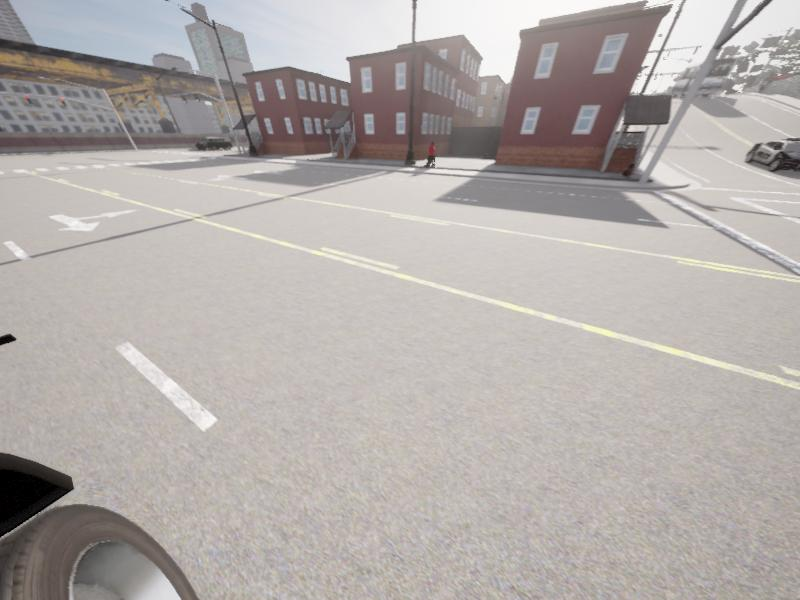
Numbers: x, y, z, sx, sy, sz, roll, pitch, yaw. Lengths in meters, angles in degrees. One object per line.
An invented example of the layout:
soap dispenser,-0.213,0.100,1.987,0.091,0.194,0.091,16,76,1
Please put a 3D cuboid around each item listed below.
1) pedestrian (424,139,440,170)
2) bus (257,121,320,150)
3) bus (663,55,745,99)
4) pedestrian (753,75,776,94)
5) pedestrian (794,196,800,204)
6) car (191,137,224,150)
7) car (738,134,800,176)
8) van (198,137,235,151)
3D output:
pedestrian,2.360,-10.703,17.016,0.751,1.860,0.751,23,41,29
bus,-21.276,-32.191,45.360,3.944,4.253,10.273,18,39,23
bus,46.898,-34.578,36.317,3.944,4.253,10.273,18,44,23
pedestrian,52.740,-31.190,33.472,0.751,1.860,0.751,17,39,22
pedestrian,16.658,-4.565,8.712,0.751,1.860,0.751,16,38,21
car,-35.473,-28.838,42.627,1.905,1.878,3.866,18,39,23
car,25.545,-9.617,15.154,1.930,1.638,5.238,18,44,23
van,-32.500,-27.792,41.086,1.775,1.987,4.442,18,39,23
